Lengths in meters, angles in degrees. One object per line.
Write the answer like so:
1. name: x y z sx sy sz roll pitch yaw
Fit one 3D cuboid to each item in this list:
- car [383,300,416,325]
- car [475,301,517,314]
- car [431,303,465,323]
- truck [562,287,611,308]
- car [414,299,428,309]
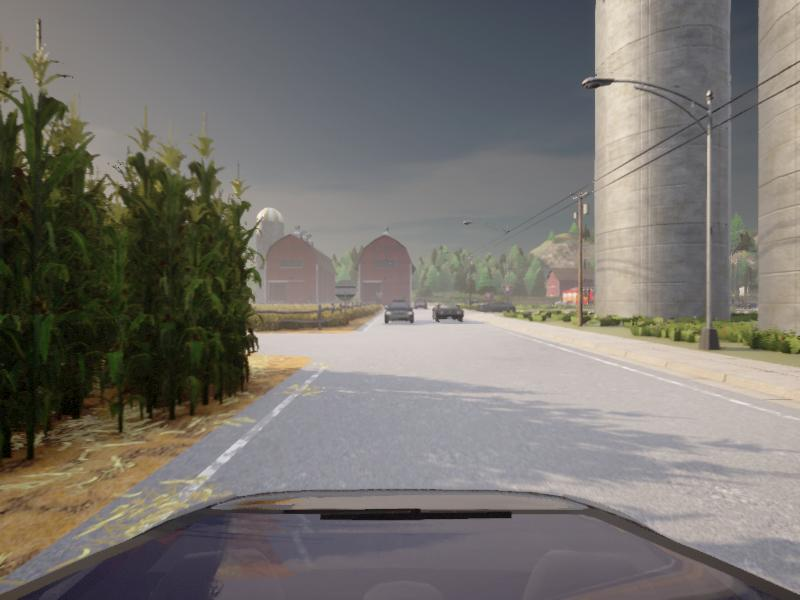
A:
1. car: -0.047 0.789 27.622 2.038 1.542 4.974 0 0 0
2. car: 10.900 0.843 45.649 4.181 1.385 1.994 0 0 -2
3. car: 3.389 0.902 29.082 1.895 1.301 4.718 0 0 1
4. truck: 34.839 -0.430 75.195 2.891 3.827 8.468 0 0 -25
5. car: 3.392 0.680 66.245 2.033 1.649 4.856 0 -1 0
